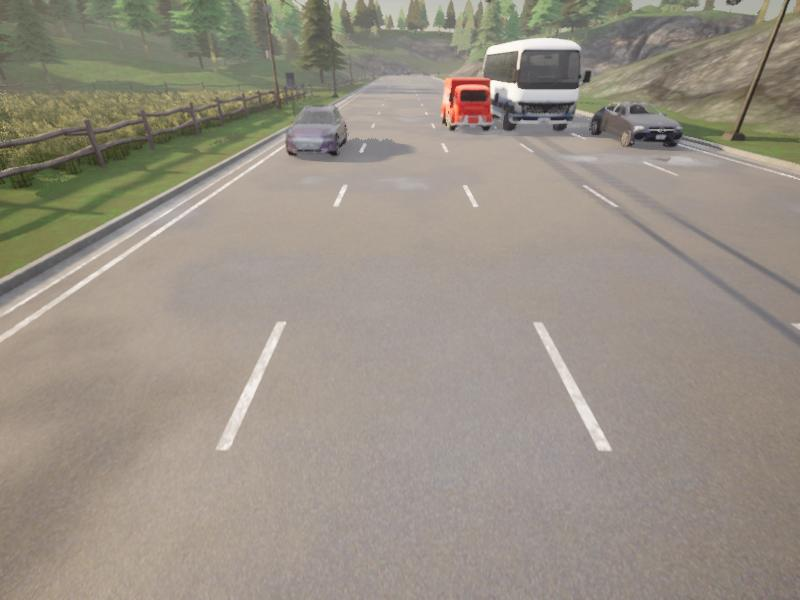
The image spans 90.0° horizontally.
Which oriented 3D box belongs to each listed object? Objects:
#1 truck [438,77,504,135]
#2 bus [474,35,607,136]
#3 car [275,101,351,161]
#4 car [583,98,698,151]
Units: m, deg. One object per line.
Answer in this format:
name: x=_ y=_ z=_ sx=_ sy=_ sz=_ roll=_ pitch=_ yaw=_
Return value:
truck: x=3.683 y=-10.832 z=22.075 sx=2.627 sy=2.467 sz=5.204 roll=0 pitch=30 yaw=0
bus: x=7.311 y=-12.649 z=23.415 sx=3.944 sy=4.253 sz=10.273 roll=0 pitch=30 yaw=0
car: x=-3.334 y=-7.078 z=16.484 sx=2.033 sy=1.649 sz=4.856 roll=0 pitch=30 yaw=0
car: x=10.678 y=-8.179 z=18.378 sx=2.152 sy=1.651 sz=5.027 roll=0 pitch=30 yaw=0
